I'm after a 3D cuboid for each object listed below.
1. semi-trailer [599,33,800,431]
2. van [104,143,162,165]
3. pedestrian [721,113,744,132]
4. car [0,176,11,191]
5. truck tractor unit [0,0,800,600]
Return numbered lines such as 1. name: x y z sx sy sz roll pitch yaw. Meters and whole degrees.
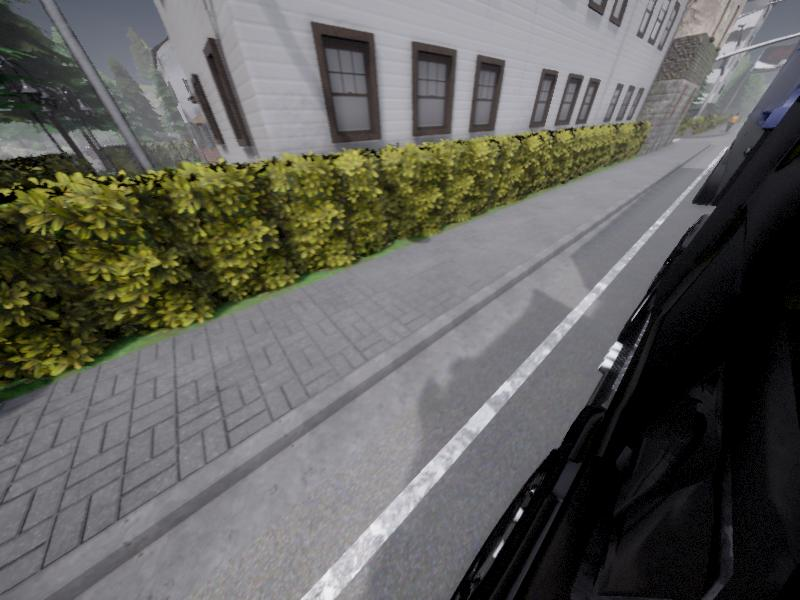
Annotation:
1. semi-trailer: 8.648 -3.636 4.280 14.254 4.402 2.717 -29 44 -30
2. van: -34.548 -19.103 30.119 4.442 1.987 1.775 -27 43 -29
3. pedestrian: 40.255 -21.479 27.978 0.751 1.860 0.751 25 45 32
4. car: -27.488 -7.329 14.294 1.882 1.535 5.008 -28 43 -29
5. truck tractor unit: 2.645 -0.295 0.351 6.516 4.208 3.053 -28 44 -30
